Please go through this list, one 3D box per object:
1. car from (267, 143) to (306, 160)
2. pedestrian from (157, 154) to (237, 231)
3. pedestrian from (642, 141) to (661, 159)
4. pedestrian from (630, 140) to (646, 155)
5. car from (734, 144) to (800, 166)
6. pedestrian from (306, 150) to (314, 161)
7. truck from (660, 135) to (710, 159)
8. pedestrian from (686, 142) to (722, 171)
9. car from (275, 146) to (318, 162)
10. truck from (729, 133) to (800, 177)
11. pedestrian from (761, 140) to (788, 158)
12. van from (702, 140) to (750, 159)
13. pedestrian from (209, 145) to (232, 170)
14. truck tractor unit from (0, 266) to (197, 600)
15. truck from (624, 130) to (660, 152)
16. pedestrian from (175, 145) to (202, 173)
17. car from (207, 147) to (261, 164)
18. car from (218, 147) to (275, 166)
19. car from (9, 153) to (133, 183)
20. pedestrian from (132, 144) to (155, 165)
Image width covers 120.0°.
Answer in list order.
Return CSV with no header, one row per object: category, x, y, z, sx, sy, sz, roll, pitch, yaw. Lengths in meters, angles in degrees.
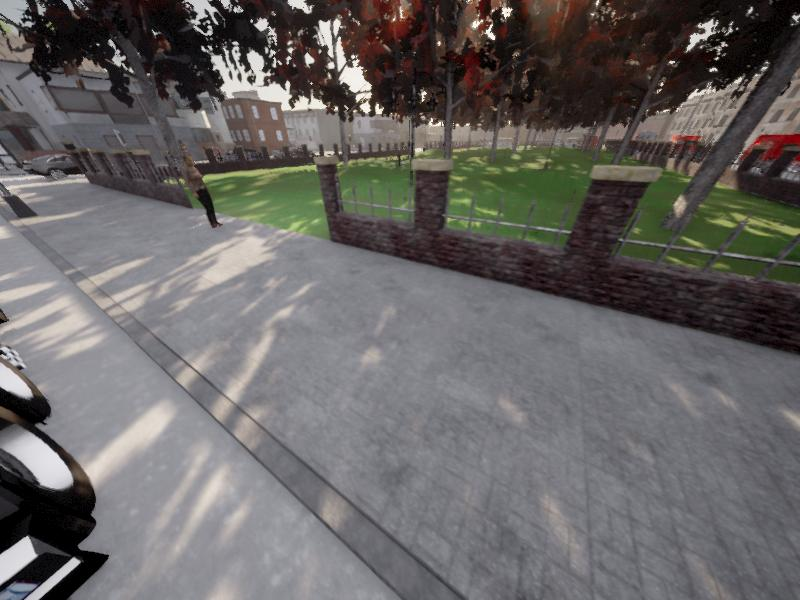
car,-16.494,-21.833,33.871,1.932,1.855,4.605,20,40,27
pedestrian,-5.587,-2.992,6.498,0.751,1.860,0.751,6,35,9
pedestrian,31.415,-18.825,28.907,0.751,1.860,0.751,15,38,21
pedestrian,36.115,-23.148,35.074,0.751,1.860,0.751,12,37,17
car,37.918,-15.053,23.857,2.033,1.649,4.856,18,39,25
pedestrian,-10.949,-17.586,28.176,0.500,1.100,0.500,-25,42,-31
truck,39.597,-21.535,32.383,2.627,2.467,5.204,19,41,26
pedestrian,23.491,-11.122,17.913,0.751,1.860,0.751,19,39,25
car,-13.847,-19.827,31.287,2.128,1.511,4.902,17,38,23
truck,28.558,-10.789,17.077,2.627,2.467,5.204,18,39,25
pedestrian,47.132,-19.080,29.132,0.751,1.860,0.751,14,37,20
van,42.805,-19.962,30.548,1.775,1.987,4.442,18,39,25
pedestrian,-15.694,-12.517,20.273,0.751,1.860,0.751,18,39,25
truck tractor unit,-5.115,-0.297,0.775,6.516,4.208,3.053,18,39,24
truck,53.252,-35.253,51.192,2.891,3.827,8.468,18,39,25
pedestrian,-16.989,-11.349,18.607,0.751,1.860,0.751,21,40,28
car,-20.542,-18.090,28.852,2.128,1.511,4.902,18,39,25
car,-17.385,-16.504,26.442,2.033,1.649,4.856,17,39,23
car,-24.175,-10.048,17.327,2.128,1.511,4.902,15,37,21
pedestrian,-28.076,-15.938,25.284,0.751,1.860,0.751,17,39,24
